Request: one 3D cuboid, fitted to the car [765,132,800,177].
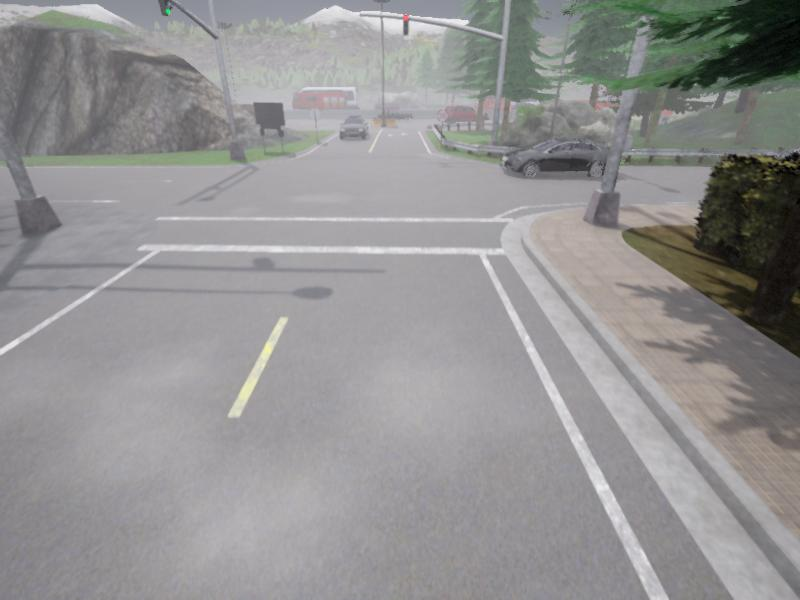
[{"bbox_3d":[19.648,-6.403,17.638,4.611,1.667,2.242,0,27,0],"label":"car"}]

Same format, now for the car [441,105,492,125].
[{"bbox_3d":[7.812,-22.011,47.552,5.566,2.045,2.150,0,27,0],"label":"car"}]

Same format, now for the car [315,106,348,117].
[{"bbox_3d":[-11.315,-31.343,66.449,5.027,1.651,2.152,0,27,0],"label":"car"}]

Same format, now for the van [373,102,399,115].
[{"bbox_3d":[-2.451,-33.218,69.383,4.442,1.987,1.775,0,27,0],"label":"van"}]

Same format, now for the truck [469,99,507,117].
[{"bbox_3d":[13.746,-30.202,62.992,5.204,2.467,2.627,0,27,0],"label":"truck"}]

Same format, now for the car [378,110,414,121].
[{"bbox_3d":[-0.490,-24.897,53.975,4.718,1.301,1.895,0,27,0],"label":"car"}]

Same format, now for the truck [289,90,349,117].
[{"bbox_3d":[-12.520,-30.854,62.777,8.468,3.827,2.891,0,27,0],"label":"truck"}]

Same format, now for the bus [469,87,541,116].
[{"bbox_3d":[16.968,-32.538,65.576,10.273,4.253,3.944,0,27,0],"label":"bus"}]

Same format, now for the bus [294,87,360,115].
[{"bbox_3d":[-12.302,-34.190,68.789,10.273,4.253,3.944,0,27,0],"label":"bus"}]

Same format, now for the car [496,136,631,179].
[{"bbox_3d":[7.013,-6.321,17.649,4.902,1.511,2.128,-1,27,-1],"label":"car"}]

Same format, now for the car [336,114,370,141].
[{"bbox_3d":[-3.534,-13.428,31.016,2.038,1.542,4.974,0,27,0],"label":"car"}]
